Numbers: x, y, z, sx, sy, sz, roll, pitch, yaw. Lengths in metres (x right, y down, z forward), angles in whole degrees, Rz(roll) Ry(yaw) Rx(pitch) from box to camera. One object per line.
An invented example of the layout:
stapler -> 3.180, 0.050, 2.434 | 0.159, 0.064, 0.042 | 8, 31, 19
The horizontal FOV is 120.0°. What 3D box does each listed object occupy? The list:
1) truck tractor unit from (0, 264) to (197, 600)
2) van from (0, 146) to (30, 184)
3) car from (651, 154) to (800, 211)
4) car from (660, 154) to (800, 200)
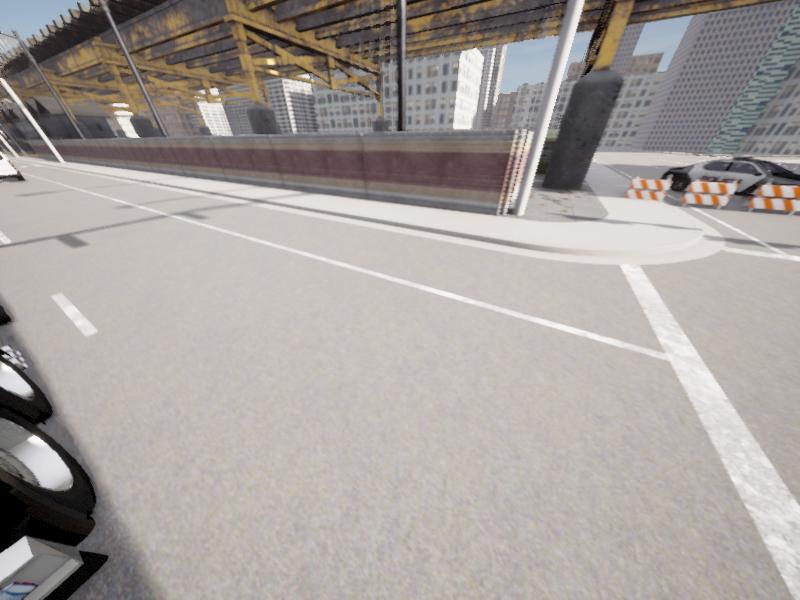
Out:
truck tractor unit -> -5.118, -0.290, 0.784 | 6.516, 4.208, 3.053 | 18, 39, 24
van -> -29.353, -9.782, 16.195 | 5.915, 2.561, 1.988 | 18, 39, 24
car -> 15.204, -5.428, 10.261 | 2.038, 1.542, 4.974 | -10, 36, -13
car -> 15.188, -5.586, 10.212 | 1.853, 1.218, 4.536 | -10, 36, -13
